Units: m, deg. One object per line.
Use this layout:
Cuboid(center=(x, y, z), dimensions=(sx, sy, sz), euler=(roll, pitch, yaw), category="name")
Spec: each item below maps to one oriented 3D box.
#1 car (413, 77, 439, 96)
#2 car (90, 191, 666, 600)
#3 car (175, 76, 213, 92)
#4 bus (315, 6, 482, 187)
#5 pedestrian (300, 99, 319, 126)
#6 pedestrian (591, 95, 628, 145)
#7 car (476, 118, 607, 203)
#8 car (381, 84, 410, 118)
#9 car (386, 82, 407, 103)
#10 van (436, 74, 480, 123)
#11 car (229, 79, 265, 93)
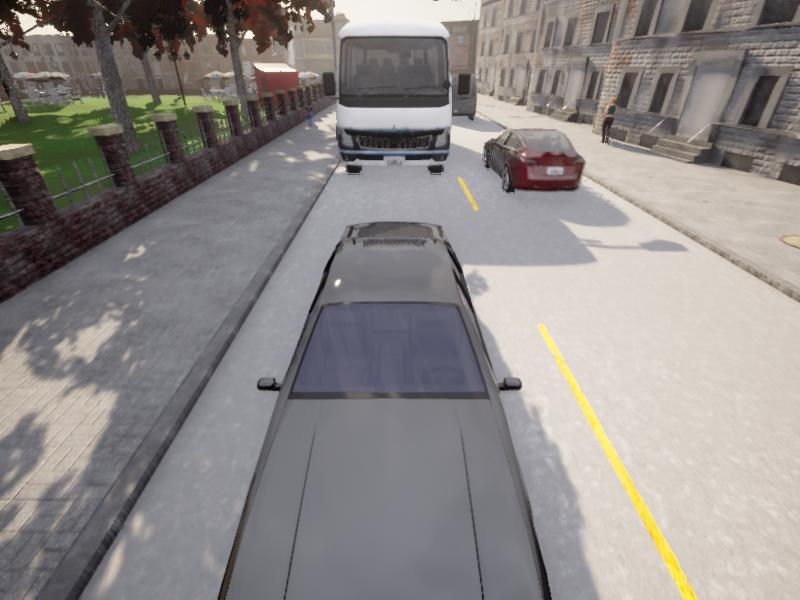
Cuboid(center=(3.049, -25.462, 47.661), dimensions=(1.932, 1.855, 4.605), euler=(-5, 31, -9), category="car")
Cuboid(center=(-0.082, 0.329, 4.055), dimensions=(2.033, 1.411, 5.357), euler=(0, 30, 0), category="car")
Cuboid(center=(-28.015, -29.540, 54.591), dimensions=(3.866, 1.878, 1.905), euler=(0, 30, 0), category="car")
Cuboid(center=(-0.067, -7.712, 14.969), dimensions=(3.944, 4.253, 10.273), euler=(0, 30, 0), category="bus")
Cuboid(center=(-5.021, -10.409, 22.240), dimensions=(0.751, 1.300, 0.751), euler=(0, 30, 0), category="pedestrian")
Cuboid(center=(8.866, -7.649, 16.981), dimensions=(0.751, 1.860, 0.751), euler=(1, 30, 2), category="pedestrian")
Cuboid(center=(3.839, -4.356, 11.978), dimensions=(2.163, 1.488, 4.792), euler=(0, 30, 0), category="car")
Cuboid(center=(-0.296, -13.890, 27.865), dimensions=(1.905, 1.878, 3.866), euler=(0, 30, 0), category="car")
Cuboid(center=(-0.337, -20.715, 39.775), dimensions=(1.930, 1.638, 5.238), euler=(0, 30, 0), category="car")
Cuboid(center=(3.718, -13.660, 26.832), dimensions=(1.988, 2.561, 5.915), euler=(0, 30, 0), category="van")
Cuboid(center=(-20.907, -29.364, 54.777), dimensions=(3.988, 1.617, 1.851), euler=(0, 30, 0), category="car")
